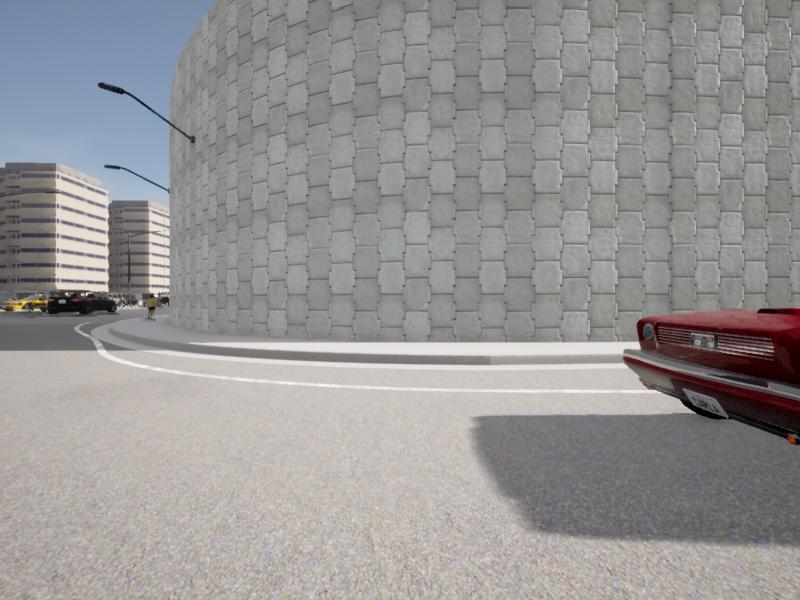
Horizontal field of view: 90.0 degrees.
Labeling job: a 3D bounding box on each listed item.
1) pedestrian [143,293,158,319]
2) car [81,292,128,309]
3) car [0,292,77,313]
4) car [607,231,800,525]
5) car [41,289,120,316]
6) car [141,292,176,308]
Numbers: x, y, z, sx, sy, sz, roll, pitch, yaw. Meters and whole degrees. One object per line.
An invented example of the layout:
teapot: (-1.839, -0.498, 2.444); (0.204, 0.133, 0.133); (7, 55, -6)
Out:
pedestrian: (-10.946, 0.266, 17.569); (0.500, 1.100, 0.500); (0, 0, -22)
car: (-33.105, 0.052, 44.991); (1.932, 1.855, 4.605); (0, 0, 0)
car: (-29.811, 0.201, 32.949); (1.801, 1.575, 5.366); (0, 0, 4)
car: (4.152, 0.344, 2.498); (4.718, 1.301, 1.895); (0, 0, 2)
car: (-21.770, 0.157, 27.597); (2.242, 1.667, 4.611); (0, 0, -8)
car: (-29.480, 0.046, 49.008); (1.905, 1.878, 3.866); (0, 0, 0)
